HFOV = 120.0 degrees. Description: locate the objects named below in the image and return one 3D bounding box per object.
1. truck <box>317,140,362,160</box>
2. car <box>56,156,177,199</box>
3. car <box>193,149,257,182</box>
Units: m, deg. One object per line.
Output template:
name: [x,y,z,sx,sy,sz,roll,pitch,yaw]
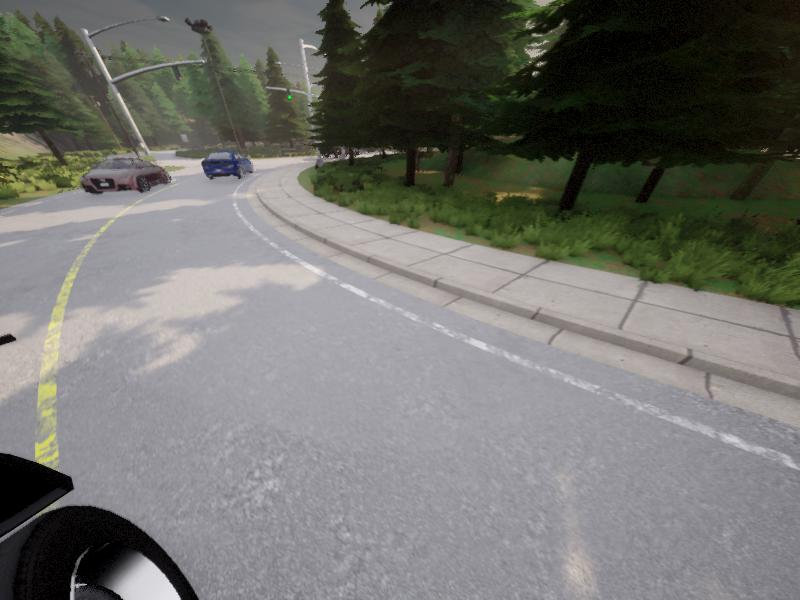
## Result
truck: [-8.349,-21.322,32.658,2.390,2.098,6.274,17,38,22]
car: [-13.730,-6.332,11.665,1.994,1.385,4.181,-11,36,-16]
car: [-11.771,-9.438,16.012,1.882,1.535,5.008,-8,36,-13]
